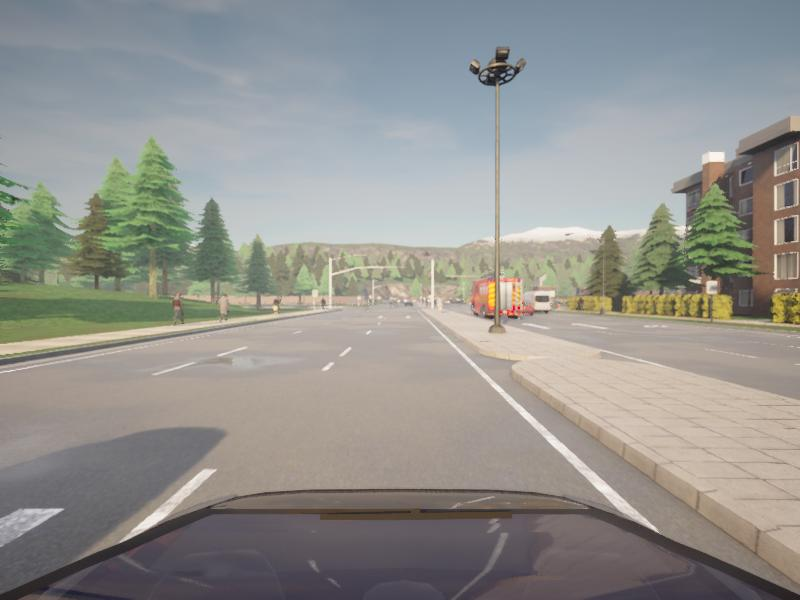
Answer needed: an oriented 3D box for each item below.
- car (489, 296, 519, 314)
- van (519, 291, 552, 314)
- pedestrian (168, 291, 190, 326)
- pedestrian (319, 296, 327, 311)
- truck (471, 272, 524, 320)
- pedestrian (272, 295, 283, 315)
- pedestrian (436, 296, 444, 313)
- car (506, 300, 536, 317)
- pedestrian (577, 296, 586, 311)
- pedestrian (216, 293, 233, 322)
[{"bbox_3d":[12.229,0.551,47.407,2.150,2.045,5.566,0,0,1],"label":"car"},{"bbox_3d":[15.726,0.305,46.819,1.988,2.561,5.915,0,0,1],"label":"van"},{"bbox_3d":[-11.909,0.464,21.537,0.751,1.860,0.751,0,0,1],"label":"pedestrian"},{"bbox_3d":[-10.083,0.452,52.588,0.751,1.860,0.751,0,0,12],"label":"pedestrian"},{"bbox_3d":[8.534,-0.334,36.227,2.891,3.827,8.468,0,0,1],"label":"truck"},{"bbox_3d":[-11.469,0.458,37.382,0.751,1.860,0.751,0,0,3],"label":"pedestrian"},{"bbox_3d":[4.448,0.468,44.485,0.751,1.860,0.751,0,0,-6],"label":"pedestrian"},{"bbox_3d":[12.080,0.773,40.276,1.851,1.617,3.988,0,0,1],"label":"car"},{"bbox_3d":[22.526,0.467,49.686,0.751,1.860,0.751,0,0,-1],"label":"pedestrian"},{"bbox_3d":[-11.518,0.462,26.248,0.751,1.860,0.751,0,0,3],"label":"pedestrian"}]
